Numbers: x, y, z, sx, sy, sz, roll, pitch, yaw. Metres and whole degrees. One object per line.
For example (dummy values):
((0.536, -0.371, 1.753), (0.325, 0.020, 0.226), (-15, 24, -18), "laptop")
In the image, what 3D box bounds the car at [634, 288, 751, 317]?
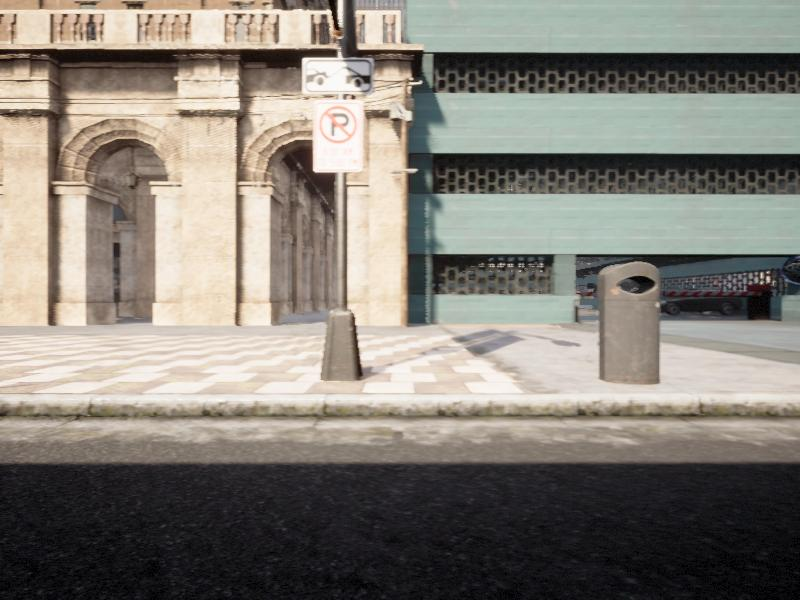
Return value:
((16.057, 0.121, 22.155), (4.902, 1.511, 2.128), (0, 0, 0), "car")

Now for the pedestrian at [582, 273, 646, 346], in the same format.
((4.008, 0.166, 7.533), (0.751, 1.300, 0.751), (0, 0, -13), "pedestrian")

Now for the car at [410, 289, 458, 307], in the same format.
((4.010, -0.227, 48.118), (5.566, 2.045, 2.435), (0, 0, 0), "car")

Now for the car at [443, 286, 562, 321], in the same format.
((4.472, 0.158, 18.019), (4.786, 1.482, 2.161), (0, 0, 0), "car")
